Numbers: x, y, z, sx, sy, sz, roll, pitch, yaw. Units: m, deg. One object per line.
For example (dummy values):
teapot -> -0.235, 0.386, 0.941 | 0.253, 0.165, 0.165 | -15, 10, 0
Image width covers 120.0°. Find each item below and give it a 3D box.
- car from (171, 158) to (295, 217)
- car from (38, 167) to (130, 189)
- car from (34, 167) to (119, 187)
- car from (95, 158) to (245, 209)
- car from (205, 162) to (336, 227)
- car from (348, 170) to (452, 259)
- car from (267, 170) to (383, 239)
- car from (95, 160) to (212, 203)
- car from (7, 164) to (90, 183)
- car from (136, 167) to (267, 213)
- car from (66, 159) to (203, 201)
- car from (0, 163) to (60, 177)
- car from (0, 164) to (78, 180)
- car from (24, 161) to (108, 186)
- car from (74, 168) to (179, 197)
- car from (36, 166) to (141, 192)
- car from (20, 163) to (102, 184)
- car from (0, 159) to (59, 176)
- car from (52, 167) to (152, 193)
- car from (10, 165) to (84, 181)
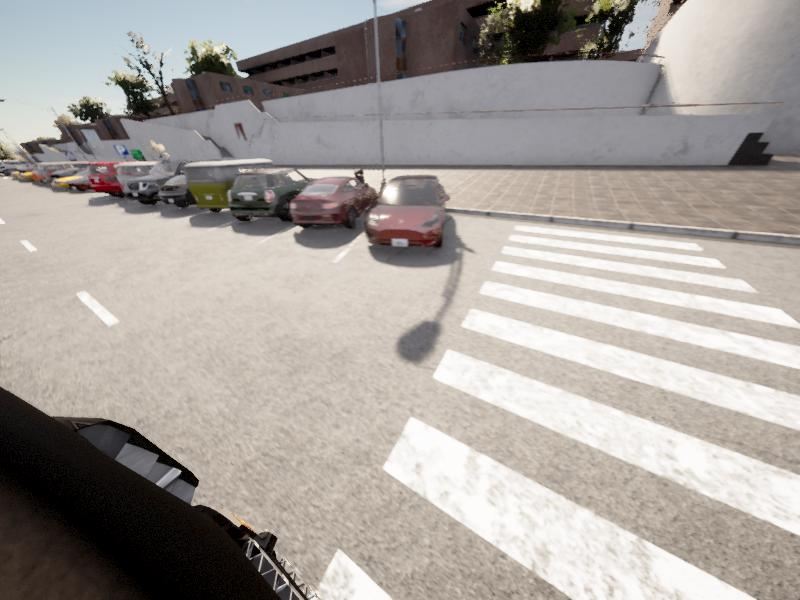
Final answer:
car -> -7.340, -5.503, 10.972 | 1.878, 1.987, 4.442 | 4, 33, 9
car -> -30.568, -12.073, 22.684 | 2.163, 1.488, 4.792 | 4, 33, 9
car -> -33.154, -12.823, 23.943 | 2.002, 1.452, 4.674 | 4, 33, 9
car -> -12.514, -6.951, 13.431 | 2.435, 2.045, 5.566 | 4, 33, 9
car -> -4.783, -4.587, 9.607 | 2.185, 1.767, 4.553 | 4, 33, 9
car -> 0.402, -2.946, 7.089 | 2.163, 1.488, 4.792 | 4, 33, 9
car -> -2.196, -3.709, 8.422 | 2.002, 1.452, 4.674 | 4, 33, 9
car -> -15.108, -7.635, 14.670 | 1.878, 1.987, 4.442 | 4, 33, 9
car -> -43.504, -15.898, 28.877 | 1.946, 1.575, 5.366 | 5, 34, 9
car -> -9.932, -5.999, 12.291 | 2.231, 1.521, 4.892 | 4, 33, 9
car -> -17.672, -8.490, 16.075 | 2.435, 2.045, 5.566 | 4, 33, 9
car -> -58.939, -20.712, 36.689 | 2.231, 1.521, 4.892 | 5, 34, 9
car -> -48.663, -17.478, 31.423 | 1.946, 1.575, 5.366 | 5, 34, 9
car -> -35.746, -13.761, 24.983 | 1.878, 1.987, 4.442 | 5, 34, 9
car -> -20.248, -8.985, 17.501 | 2.002, 1.452, 4.674 | 4, 33, 9
car -> -28.015, -11.214, 21.199 | 1.946, 1.575, 5.366 | 5, 33, 9
car -> -38.322, -14.510, 26.390 | 2.185, 1.767, 4.553 | 5, 34, 9
car -> -61.531, -21.716, 37.850 | 2.435, 2.045, 5.566 | 5, 33, 9
car -> -25.410, -10.502, 20.058 | 2.163, 1.488, 4.792 | 5, 33, 9
car -> -46.051, -16.777, 30.346 | 2.163, 1.488, 4.792 | 5, 34, 9
